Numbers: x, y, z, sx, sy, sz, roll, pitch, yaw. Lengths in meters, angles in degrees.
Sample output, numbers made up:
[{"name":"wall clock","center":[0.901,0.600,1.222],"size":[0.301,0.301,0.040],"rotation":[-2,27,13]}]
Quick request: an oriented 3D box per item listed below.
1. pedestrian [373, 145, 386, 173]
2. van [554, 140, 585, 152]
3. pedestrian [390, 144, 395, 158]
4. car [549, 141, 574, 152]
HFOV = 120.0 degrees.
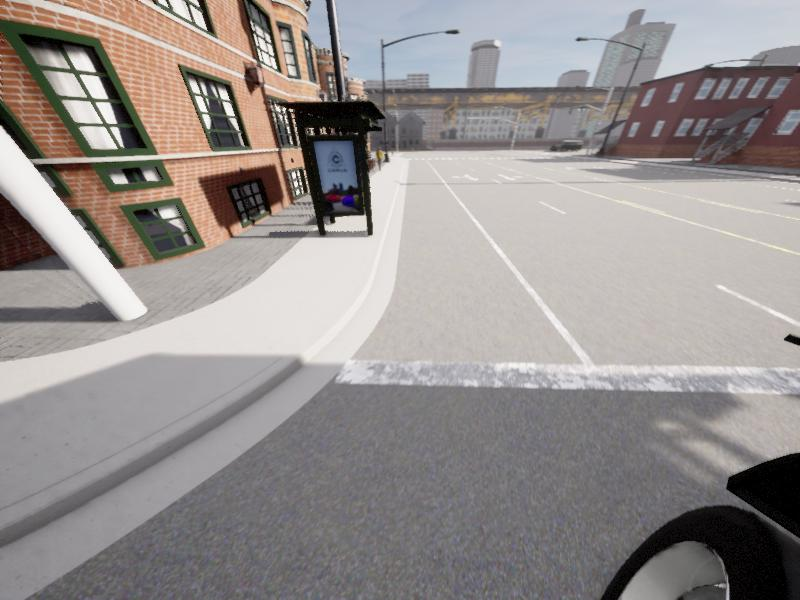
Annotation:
[{"name":"pedestrian","center":[-1.642,-11.369,18.657],"size":[0.751,1.860,0.751],"rotation":[3,35,5]},{"name":"van","center":[35.500,-32.226,48.445],"size":[4.442,1.987,1.775],"rotation":[1,35,2]},{"name":"pedestrian","center":[-1.212,-24.491,38.000],"size":[0.751,1.860,0.751],"rotation":[-2,35,-1]},{"name":"car","center":[35.822,-34.169,51.348],"size":[3.866,1.878,1.905],"rotation":[1,35,2]}]
